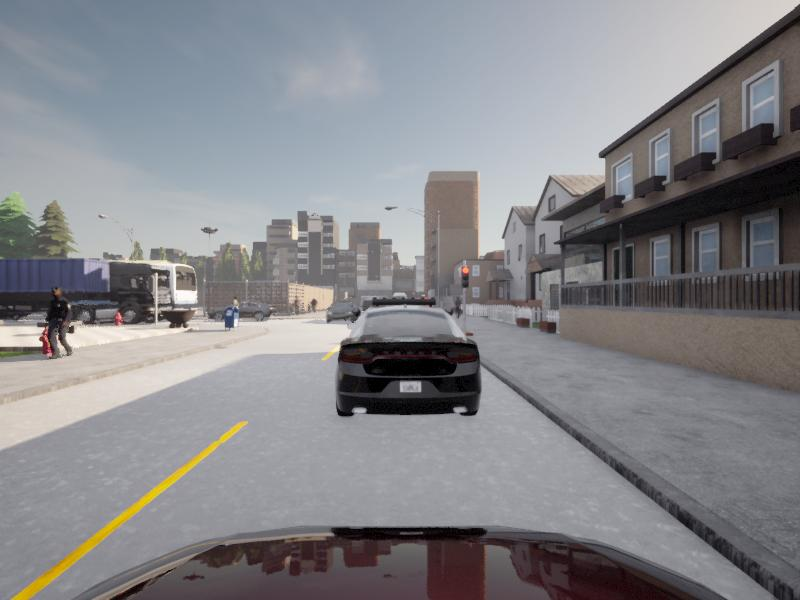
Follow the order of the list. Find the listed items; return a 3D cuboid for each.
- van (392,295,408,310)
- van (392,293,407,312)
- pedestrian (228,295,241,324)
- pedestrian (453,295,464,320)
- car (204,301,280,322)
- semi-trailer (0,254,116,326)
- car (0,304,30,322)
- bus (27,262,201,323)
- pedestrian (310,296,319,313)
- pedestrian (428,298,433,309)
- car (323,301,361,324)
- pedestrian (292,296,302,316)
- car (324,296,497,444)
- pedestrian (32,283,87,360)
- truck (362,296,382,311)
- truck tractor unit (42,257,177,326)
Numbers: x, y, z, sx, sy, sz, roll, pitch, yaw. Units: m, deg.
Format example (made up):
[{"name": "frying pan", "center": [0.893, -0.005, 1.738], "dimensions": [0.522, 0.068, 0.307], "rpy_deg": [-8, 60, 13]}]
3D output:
[{"name": "van", "center": [-0.048, 0.378, 65.604], "dimensions": [2.351, 2.431, 6.366], "rpy_deg": [0, 0, -1]}, {"name": "van", "center": [-0.076, 0.322, 57.479], "dimensions": [1.988, 2.561, 5.915], "rpy_deg": [0, 0, -1]}, {"name": "pedestrian", "center": [-10.844, 0.637, 26.224], "dimensions": [0.751, 1.860, 0.751], "rpy_deg": [0, 0, -24]}, {"name": "pedestrian", "center": [4.408, 0.533, 30.289], "dimensions": [0.751, 1.860, 0.751], "rpy_deg": [0, 0, 1]}, {"name": "car", "center": [-11.787, 0.836, 30.087], "dimensions": [4.902, 1.511, 2.128], "rpy_deg": [0, 0, -4]}, {"name": "semi-trailer", "center": [-26.545, -0.617, 25.912], "dimensions": [14.254, 4.402, 2.717], "rpy_deg": [0, 0, -1]}, {"name": "car", "center": [-30.838, 0.944, 29.883], "dimensions": [4.718, 1.301, 1.895], "rpy_deg": [0, 0, 1]}, {"name": "bus", "center": [-20.892, -0.534, 29.798], "dimensions": [10.273, 4.253, 3.944], "rpy_deg": [0, 0, 1]}, {"name": "pedestrian", "center": [-9.381, 0.534, 43.832], "dimensions": [0.751, 1.860, 0.751], "rpy_deg": [0, 0, 0]}, {"name": "pedestrian", "center": [5.215, 0.524, 68.000], "dimensions": [0.751, 1.860, 0.751], "rpy_deg": [0, 0, -2]}, {"name": "car", "center": [-4.082, 0.828, 29.021], "dimensions": [2.038, 1.542, 4.974], "rpy_deg": [0, 0, 0]}, {"name": "pedestrian", "center": [-9.300, 0.534, 36.107], "dimensions": [0.751, 1.860, 0.751], "rpy_deg": [0, 0, -8]}, {"name": "car", "center": [0.062, 0.771, 7.066], "dimensions": [1.930, 1.638, 5.238], "rpy_deg": [0, 0, -1]}, {"name": "pedestrian", "center": [-8.542, 0.525, 10.072], "dimensions": [0.751, 1.860, 0.751], "rpy_deg": [0, 0, -5]}, {"name": "truck", "center": [-4.085, 0.542, 58.644], "dimensions": [2.390, 2.098, 6.274], "rpy_deg": [0, 0, 1]}, {"name": "truck tractor unit", "center": [-18.633, -0.517, 26.003], "dimensions": [6.516, 4.208, 3.053], "rpy_deg": [0, 0, -1]}]
